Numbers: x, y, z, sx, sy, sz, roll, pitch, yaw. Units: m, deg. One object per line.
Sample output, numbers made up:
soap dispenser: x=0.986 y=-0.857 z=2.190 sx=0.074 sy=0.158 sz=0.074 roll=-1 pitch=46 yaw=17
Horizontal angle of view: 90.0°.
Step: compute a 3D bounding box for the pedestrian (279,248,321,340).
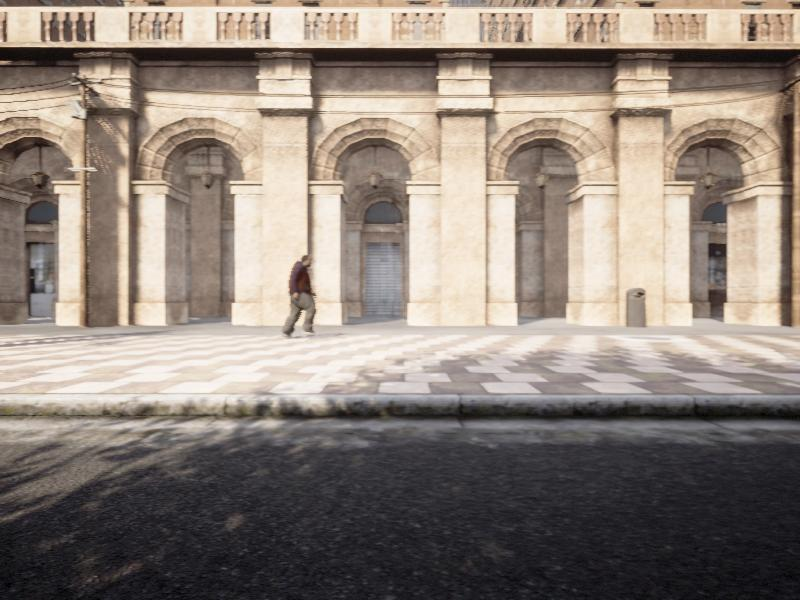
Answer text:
pedestrian: x=-2.101 y=-0.116 z=8.520 sx=0.751 sy=1.860 sz=0.751 roll=0 pitch=0 yaw=-4
